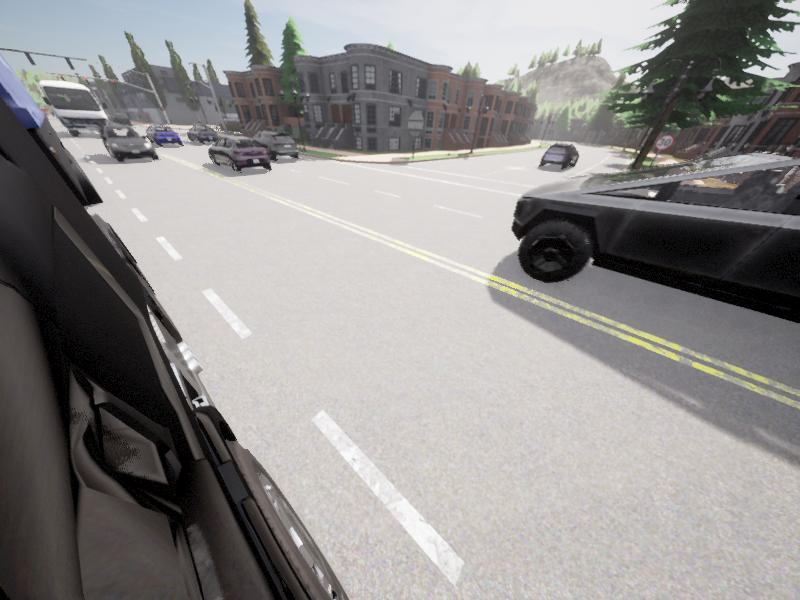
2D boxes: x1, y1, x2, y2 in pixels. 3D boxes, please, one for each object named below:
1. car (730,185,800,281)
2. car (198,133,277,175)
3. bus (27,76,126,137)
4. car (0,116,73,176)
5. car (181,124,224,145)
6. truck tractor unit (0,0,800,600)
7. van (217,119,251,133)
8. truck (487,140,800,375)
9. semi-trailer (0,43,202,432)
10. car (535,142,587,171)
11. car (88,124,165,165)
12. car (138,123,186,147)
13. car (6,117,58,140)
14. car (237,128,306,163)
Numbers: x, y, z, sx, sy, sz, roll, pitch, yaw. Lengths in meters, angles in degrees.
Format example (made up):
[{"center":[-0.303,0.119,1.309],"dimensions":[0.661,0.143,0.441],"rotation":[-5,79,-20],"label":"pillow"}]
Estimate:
[{"center":[10.141,-0.656,3.961],"dimensions":[4.892,1.490,1.837],"rotation":[30,45,32],"label":"car"},{"center":[-8.730,-7.927,12.396],"dimensions":[4.193,1.474,1.816],"rotation":[28,44,30],"label":"car"},{"center":[-34.360,-20.195,24.717],"dimensions":[10.273,4.253,3.944],"rotation":[27,43,31],"label":"bus"},{"center":[-16.749,-6.907,10.169],"dimensions":[4.605,1.855,1.932],"rotation":[28,44,30],"label":"car"},{"center":[-19.963,-16.721,23.346],"dimensions":[4.193,1.474,1.816],"rotation":[28,44,30],"label":"car"},{"center":[-2.645,-0.295,0.351],"dimensions":[6.516,4.208,3.053],"rotation":[28,44,30],"label":"truck tractor unit"},{"center":[-30.369,-31.901,42.425],"dimensions":[1.775,1.987,4.442],"rotation":[28,44,29],"label":"van"},{"center":[5.004,-0.796,3.303],"dimensions":[6.274,2.098,2.390],"rotation":[28,44,30],"label":"truck"},{"center":[-8.692,-3.621,4.217],"dimensions":[14.254,4.402,2.717],"rotation":[28,44,30],"label":"semi-trailer"},{"center":[12.996,-11.650,18.609],"dimensions":[2.033,1.649,4.856],"rotation":[30,45,31],"label":"car"},{"center":[-15.520,-8.883,13.103],"dimensions":[3.988,1.617,1.851],"rotation":[28,44,30],"label":"car"},{"center":[-20.976,-14.518,20.347],"dimensions":[4.193,1.474,1.816],"rotation":[28,44,30],"label":"car"},{"center":[-32.376,-15.178,20.418],"dimensions":[3.633,1.501,1.845],"rotation":[28,44,30],"label":"car"},{"center":[-9.057,-10.921,16.231],"dimensions":[4.856,1.649,2.033],"rotation":[28,44,30],"label":"car"}]
